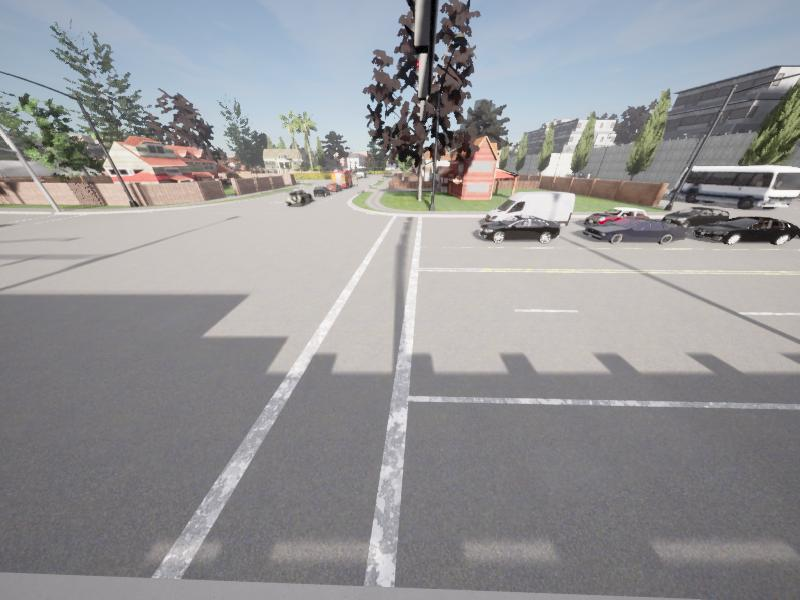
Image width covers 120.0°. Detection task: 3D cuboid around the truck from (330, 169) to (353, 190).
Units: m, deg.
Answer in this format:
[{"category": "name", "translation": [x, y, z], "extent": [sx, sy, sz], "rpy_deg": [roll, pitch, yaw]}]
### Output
[{"category": "truck", "translation": [-12.763, -27.017, 51.377], "extent": [2.891, 3.827, 8.468], "rpy_deg": [0, 30, 0]}]

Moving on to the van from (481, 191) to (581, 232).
[{"category": "van", "translation": [9.682, -6.788, 17.625], "extent": [5.915, 2.561, 1.988], "rpy_deg": [1, 30, 1]}]

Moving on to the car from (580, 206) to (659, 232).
[{"category": "car", "translation": [16.668, -6.258, 17.768], "extent": [3.806, 1.475, 1.970], "rpy_deg": [1, 30, 1]}]

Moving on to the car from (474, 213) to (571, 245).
[{"category": "car", "translation": [7.624, -4.622, 14.901], "extent": [4.902, 1.511, 2.128], "rpy_deg": [1, 30, 1]}]

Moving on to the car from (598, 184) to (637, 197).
[{"category": "car", "translation": [36.467, -18.556, 39.008], "extent": [1.882, 1.535, 5.008], "rpy_deg": [0, 30, 1]}]

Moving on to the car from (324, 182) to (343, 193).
[{"category": "car", "translation": [-12.742, -21.678, 44.331], "extent": [2.152, 1.651, 5.027], "rpy_deg": [0, 30, 0]}]

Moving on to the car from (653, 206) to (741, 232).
[{"category": "car", "translation": [22.480, -6.238, 17.652], "extent": [3.705, 1.549, 1.789], "rpy_deg": [0, 30, 1]}]

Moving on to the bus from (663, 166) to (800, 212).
[{"category": "bus", "translation": [39.907, -13.647, 27.799], "extent": [3.944, 4.253, 10.273], "rpy_deg": [0, 30, 1]}]

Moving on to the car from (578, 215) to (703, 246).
[{"category": "car", "translation": [15.016, -4.475, 14.763], "extent": [5.357, 1.411, 2.033], "rpy_deg": [1, 30, 1]}]

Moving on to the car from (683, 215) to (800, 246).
[{"category": "car", "translation": [21.824, -4.448, 14.615], "extent": [4.892, 1.490, 1.837], "rpy_deg": [1, 30, 1]}]

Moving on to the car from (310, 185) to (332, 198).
[{"category": "car", "translation": [-12.736, -17.738, 37.634], "extent": [1.837, 1.490, 4.892], "rpy_deg": [0, 30, 0]}]

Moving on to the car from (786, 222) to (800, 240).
[{"category": "car", "translation": [28.686, -4.447, 14.578], "extent": [4.514, 1.525, 2.007], "rpy_deg": [-1, 30, -1]}]

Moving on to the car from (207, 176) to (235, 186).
[{"category": "car", "translation": [-41.730, -27.833, 53.957], "extent": [4.605, 1.855, 1.932], "rpy_deg": [0, 30, 0]}]

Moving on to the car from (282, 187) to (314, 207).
[{"category": "car", "translation": [-12.697, -13.036, 29.108], "extent": [1.932, 1.855, 4.605], "rpy_deg": [0, 30, 0]}]

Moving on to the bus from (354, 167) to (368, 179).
[{"category": "bus", "translation": [-16.281, -53.803, 97.336], "extent": [3.944, 4.253, 10.273], "rpy_deg": [0, 30, 0]}]
